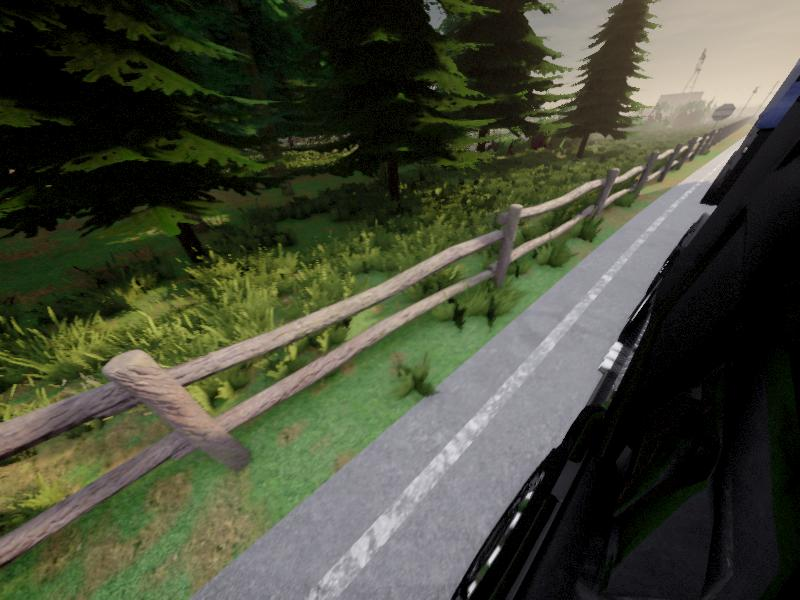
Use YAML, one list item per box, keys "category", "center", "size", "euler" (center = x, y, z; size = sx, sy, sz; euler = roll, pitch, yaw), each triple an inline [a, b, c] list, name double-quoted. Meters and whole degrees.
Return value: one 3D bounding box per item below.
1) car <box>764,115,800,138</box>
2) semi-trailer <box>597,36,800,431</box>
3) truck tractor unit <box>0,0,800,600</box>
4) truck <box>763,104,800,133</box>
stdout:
- category: "car"
  center: [37.892, -16.948, 22.553]
  size: [3.988, 1.617, 1.851]
  euler: [-27, 43, -28]
- category: "semi-trailer"
  center: [8.723, -3.588, 4.202]
  size: [14.254, 4.402, 2.717]
  euler: [-28, 43, -29]
- category: "truck tractor unit"
  center: [2.645, -0.295, 0.351]
  size: [6.516, 4.208, 3.053]
  euler: [-28, 44, -30]
- category: "truck"
  center: [47.723, -22.215, 28.197]
  size: [5.204, 2.467, 2.627]
  euler: [-28, 44, -27]
